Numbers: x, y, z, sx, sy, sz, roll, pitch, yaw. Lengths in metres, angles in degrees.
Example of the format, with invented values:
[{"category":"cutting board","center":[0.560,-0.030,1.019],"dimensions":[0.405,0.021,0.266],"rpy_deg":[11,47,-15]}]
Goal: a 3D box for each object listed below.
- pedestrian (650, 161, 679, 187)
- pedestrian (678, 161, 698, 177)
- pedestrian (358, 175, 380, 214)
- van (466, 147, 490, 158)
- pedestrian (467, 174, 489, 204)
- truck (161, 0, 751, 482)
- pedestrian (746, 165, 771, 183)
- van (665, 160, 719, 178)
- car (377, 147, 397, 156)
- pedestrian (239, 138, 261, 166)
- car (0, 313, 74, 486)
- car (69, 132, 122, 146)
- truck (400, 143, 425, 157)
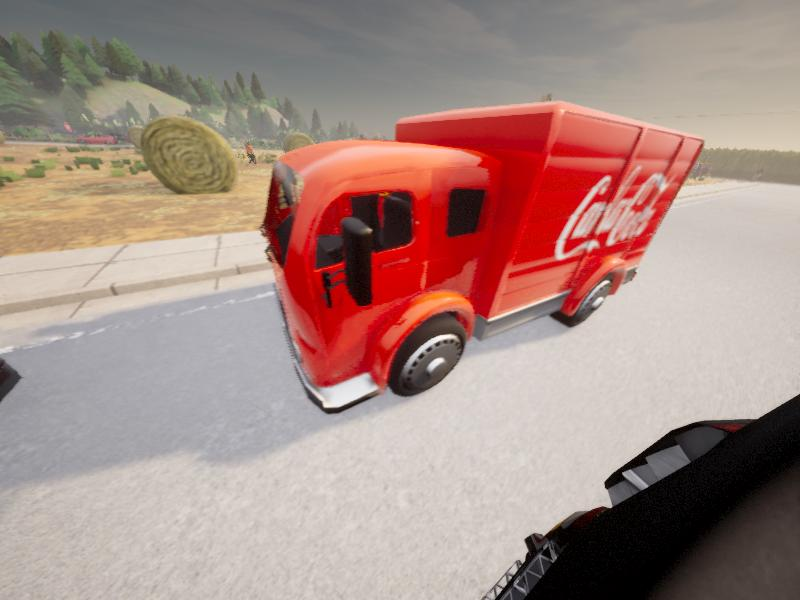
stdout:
[{"category":"pedestrian","center":[22.242,-10.636,19.459],"dimensions":[0.751,1.860,0.751],"rpy_deg":[-23,42,-33]},{"category":"pedestrian","center":[40.108,-18.270,32.194],"dimensions":[0.751,1.860,0.751],"rpy_deg":[-8,36,-16]},{"category":"pedestrian","center":[-1.047,-3.602,7.873],"dimensions":[0.500,1.100,0.500],"rpy_deg":[-21,41,-32]},{"category":"van","center":[22.407,-42.438,66.484],"dimensions":[5.915,2.561,1.988],"rpy_deg":[5,32,2]},{"category":"pedestrian","center":[3.369,-4.807,10.007],"dimensions":[0.500,1.100,0.500],"rpy_deg":[-7,35,-14]},{"category":"truck","center":[1.087,-0.926,3.149],"dimensions":[5.204,2.467,2.627],"rpy_deg":[-16,38,-26]},{"category":"pedestrian","center":[43.143,-15.177,27.837],"dimensions":[0.751,1.860,0.751],"rpy_deg":[-16,38,-26]},{"category":"van","center":[45.314,-20.429,36.011],"dimensions":[2.069,2.038,4.480],"rpy_deg":[-15,38,-25]},{"category":"car","center":[-2.913,-34.225,53.192],"dimensions":[4.193,1.474,1.816],"rpy_deg":[-13,37,-23]},{"category":"pedestrian","center":[-12.210,-12.070,18.896],"dimensions":[0.751,1.860,0.751],"rpy_deg":[7,34,6]},{"category":"car","center":[-4.562,1.073,0.563],"dimensions":[3.705,1.549,1.789],"rpy_deg":[-16,38,-26]},{"category":"car","center":[-48.195,-25.584,36.776],"dimensions":[4.514,1.525,2.007],"rpy_deg":[-13,37,-23]},{"category":"truck","center":[2.886,-36.022,55.417],"dimensions":[5.204,2.467,2.627],"rpy_deg":[-13,37,-23]}]
